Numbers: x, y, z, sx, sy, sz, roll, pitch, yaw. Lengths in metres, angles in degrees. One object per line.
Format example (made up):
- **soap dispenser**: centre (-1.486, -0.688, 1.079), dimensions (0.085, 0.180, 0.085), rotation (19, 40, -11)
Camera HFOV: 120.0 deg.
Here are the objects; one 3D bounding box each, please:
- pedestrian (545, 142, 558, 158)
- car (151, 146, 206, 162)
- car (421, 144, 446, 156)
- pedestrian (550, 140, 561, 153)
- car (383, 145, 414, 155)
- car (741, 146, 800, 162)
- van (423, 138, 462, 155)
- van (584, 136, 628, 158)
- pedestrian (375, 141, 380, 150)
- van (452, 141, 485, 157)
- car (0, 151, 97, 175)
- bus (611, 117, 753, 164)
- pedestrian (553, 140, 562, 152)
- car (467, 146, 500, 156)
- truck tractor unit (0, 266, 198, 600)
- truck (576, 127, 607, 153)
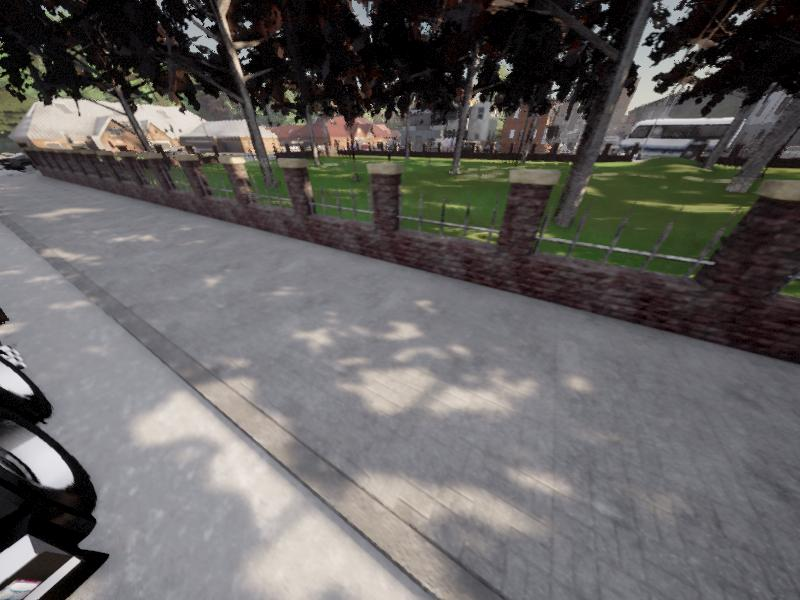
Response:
- **pedestrian**: centre (21.025, -20.843, 32.064), dimensions (0.751, 1.860, 0.751), rotation (-5, 35, -7)
- **car**: centre (-29.773, -19.796, 31.247), dimensions (2.242, 1.667, 4.611), rotation (18, 39, 25)
- **car**: centre (5.600, -25.476, 39.197), dimensions (3.633, 1.501, 1.845), rotation (17, 38, 23)
- **pedestrian**: centre (26.658, -26.248, 39.580), dimensions (0.751, 1.860, 0.751), rotation (29, 45, 35)
- **car**: centre (-0.262, -27.473, 42.238), dimensions (5.357, 1.411, 2.033), rotation (19, 39, 26)
- **car**: centre (42.503, -16.264, 25.698), dimensions (4.674, 1.442, 1.812), rotation (18, 39, 24)
- **van**: centre (7.655, -27.911, 41.888), dimensions (6.366, 2.431, 2.351), rotation (18, 39, 24)
- **van**: centre (29.762, -22.384, 33.744), dimensions (2.351, 2.431, 6.366), rotation (11, 36, 16)
- **pedestrian**: centre (-5.375, -37.490, 56.062), dimensions (0.751, 1.860, 0.751), rotation (24, 42, 31)
- **van**: centre (10.774, -23.944, 36.548), dimensions (4.442, 1.987, 1.775), rotation (17, 38, 23)
- **car**: centre (-32.368, -12.707, 21.207), dimensions (1.882, 1.535, 5.008), rotation (13, 37, 20)
- **bus**: centre (34.503, -20.451, 29.454), dimensions (10.273, 4.253, 3.944), rotation (24, 45, 28)
- **pedestrian**: centre (30.612, -29.993, 44.920), dimensions (0.751, 1.860, 0.751), rotation (14, 37, 19)
- **car**: centre (14.018, -25.157, 38.864), dimensions (4.718, 1.301, 1.895), rotation (20, 40, 27)
- **truck tractor unit**: centre (-5.118, -0.294, 0.774), dimensions (6.516, 4.208, 3.053), rotation (18, 39, 24)
- **truck**: centre (37.719, -31.729, 45.867), dimensions (2.891, 3.827, 8.468), rotation (18, 39, 24)
